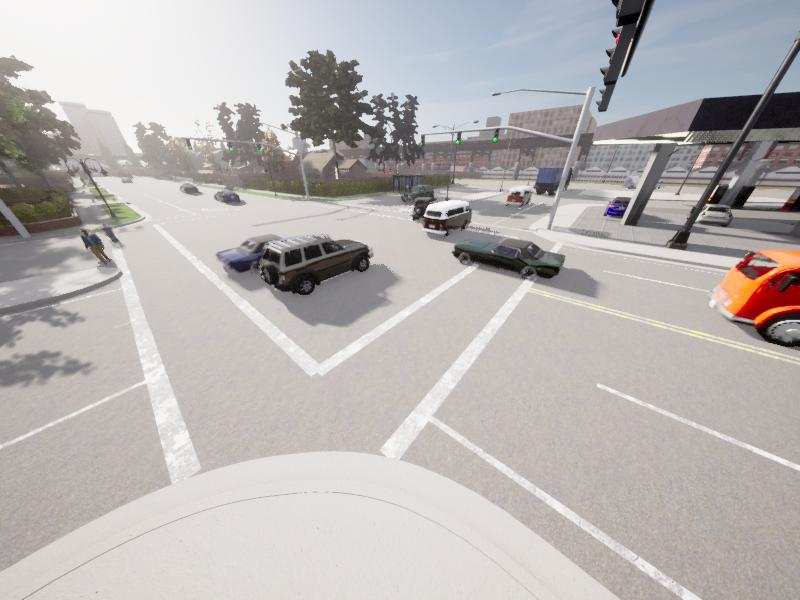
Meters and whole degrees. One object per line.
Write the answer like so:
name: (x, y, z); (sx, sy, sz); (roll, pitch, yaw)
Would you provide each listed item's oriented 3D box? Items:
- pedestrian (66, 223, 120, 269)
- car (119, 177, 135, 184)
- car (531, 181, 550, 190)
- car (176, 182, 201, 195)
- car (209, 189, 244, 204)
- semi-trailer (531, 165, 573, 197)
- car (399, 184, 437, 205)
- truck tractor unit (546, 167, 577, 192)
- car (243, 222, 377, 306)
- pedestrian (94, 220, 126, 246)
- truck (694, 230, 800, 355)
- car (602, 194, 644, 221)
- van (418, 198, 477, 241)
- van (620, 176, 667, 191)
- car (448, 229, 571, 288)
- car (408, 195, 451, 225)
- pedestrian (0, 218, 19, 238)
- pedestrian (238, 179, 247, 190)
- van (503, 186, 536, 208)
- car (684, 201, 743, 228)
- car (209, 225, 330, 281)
pedestrian: (-14.420, -2.559, 10.930); (0.751, 1.860, 0.751); (-22, 36, -33)
car: (-77.596, -34.006, 65.624); (4.792, 1.488, 2.163); (23, 37, 33)
car: (30.204, -24.556, 49.544); (2.033, 1.411, 5.357); (23, 37, 34)
car: (-38.286, -20.226, 41.797); (5.238, 1.638, 1.930); (22, 37, 33)
car: (-23.577, -14.125, 31.391); (4.792, 1.488, 2.163); (23, 37, 34)
semi-trailer: (27.172, -21.295, 40.871); (2.717, 4.402, 14.254); (23, 37, 34)
car: (2.479, -14.378, 31.262); (2.150, 2.045, 5.566); (23, 37, 34)
truck tractor unit: (32.237, -24.246, 46.186); (3.053, 4.208, 6.516); (23, 37, 34)
car: (-3.332, -1.781, 9.613); (1.932, 1.855, 4.605); (22, 37, 34)
pedestrian: (-17.799, -4.118, 14.190); (0.751, 1.300, 0.751); (23, 37, 34)
truck: (12.046, 0.206, 5.581); (5.204, 2.467, 2.627); (22, 36, 33)
car: (21.088, -8.924, 21.955); (2.242, 1.667, 4.611); (23, 37, 34)
van: (3.523, -5.988, 16.742); (2.069, 2.038, 4.480); (23, 37, 34)
van: (51.123, -24.649, 48.672); (2.351, 2.431, 6.366); (-26, 39, -37)
car: (4.908, -2.162, 10.854); (4.718, 1.301, 1.895); (22, 37, 33)
car: (2.680, -8.159, 20.645); (1.905, 1.878, 3.866); (22, 37, 34)
pedestrian: (-25.826, -4.696, 15.104); (0.500, 1.100, 0.500); (21, 36, 32)
pedestrian: (-31.700, -23.347, 46.644); (0.751, 1.860, 0.751); (16, 34, 26)
van: (14.787, -12.784, 28.507); (2.069, 2.038, 4.480); (22, 37, 34)
car: (25.999, -7.245, 19.370); (1.970, 1.475, 3.806); (23, 37, 34)
car: (-6.168, -2.561, 11.546); (1.895, 1.301, 4.718); (22, 37, 34)
